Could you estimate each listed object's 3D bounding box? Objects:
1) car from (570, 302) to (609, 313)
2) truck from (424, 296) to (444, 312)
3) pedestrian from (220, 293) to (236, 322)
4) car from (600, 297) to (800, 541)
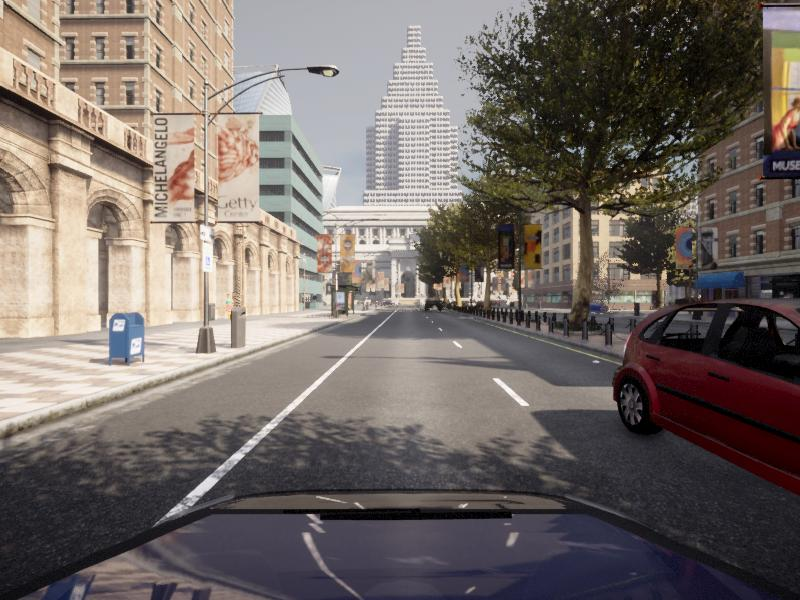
[{"bbox_3d":[24.466,0.908,51.705,4.181,1.385,1.994,0,0,10],"label":"car"},{"bbox_3d":[4.617,0.542,55.554,2.390,2.098,6.274,0,0,1],"label":"truck"},{"bbox_3d":[-11.439,0.485,26.692,0.751,1.860,0.751,0,0,0],"label":"pedestrian"},{"bbox_3d":[3.587,0.788,3.390,1.851,1.617,3.988,0,0,1],"label":"car"}]
